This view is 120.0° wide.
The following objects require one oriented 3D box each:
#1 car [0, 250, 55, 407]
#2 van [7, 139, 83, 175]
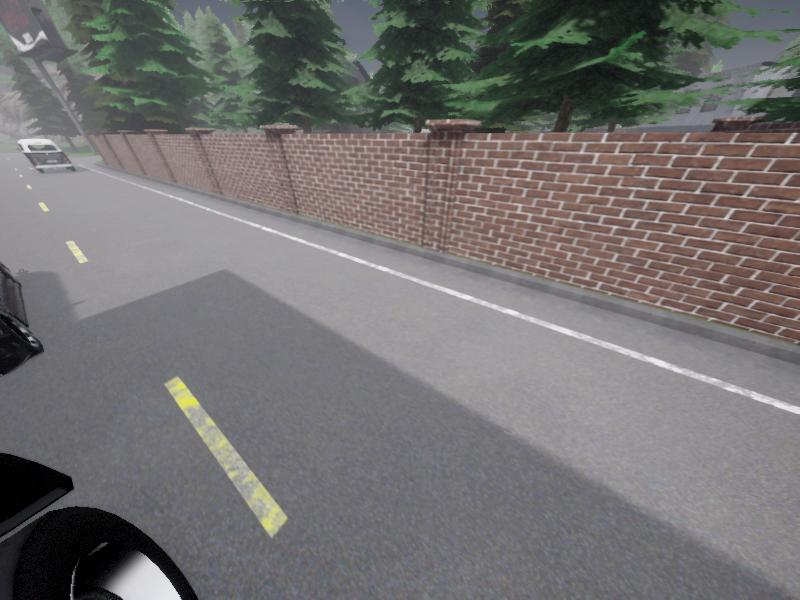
[{"bbox_3d":[-6.158,0.129,2.490,4.181,1.385,1.994,22,41,28],"label":"car"},{"bbox_3d":[-26.452,-10.783,17.234,4.480,2.038,2.069,22,41,28],"label":"van"}]
